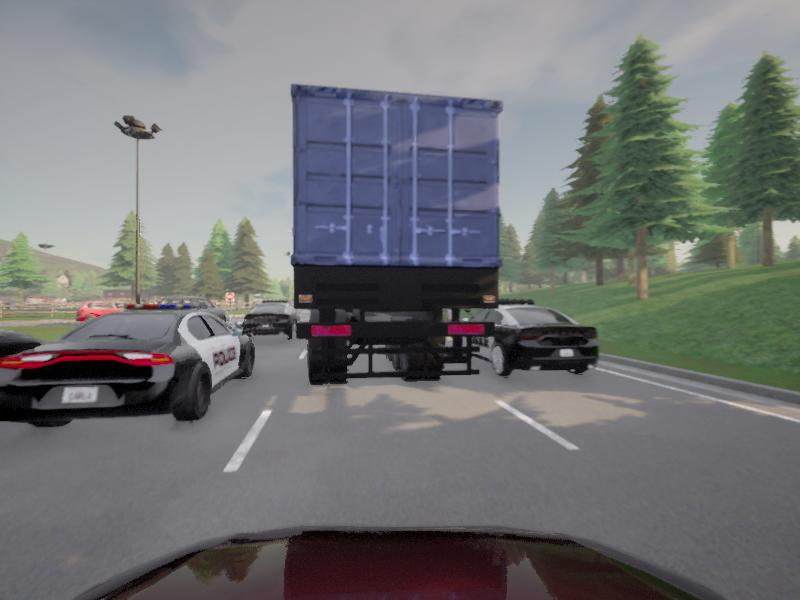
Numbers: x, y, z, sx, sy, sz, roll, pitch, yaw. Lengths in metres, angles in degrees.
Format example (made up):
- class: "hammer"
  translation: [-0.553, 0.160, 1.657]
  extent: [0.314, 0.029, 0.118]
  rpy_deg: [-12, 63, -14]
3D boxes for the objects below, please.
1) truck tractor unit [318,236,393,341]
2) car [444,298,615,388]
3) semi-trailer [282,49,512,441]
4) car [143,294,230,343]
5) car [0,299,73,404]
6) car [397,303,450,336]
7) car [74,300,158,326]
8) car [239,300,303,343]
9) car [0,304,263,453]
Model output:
- class: "truck tractor unit"
  translation: [-2.288, -0.483, 19.554]
  extent: [3.053, 4.208, 6.516]
  rpy_deg: [0, 0, -9]
- class: "car"
  translation: [2.738, 0.787, 10.066]
  extent: [1.930, 1.638, 5.238]
  rpy_deg: [0, 0, -9]
- class: "semi-trailer"
  translation: [-1.069, -0.594, 11.736]
  extent: [2.717, 4.402, 14.254]
  rpy_deg: [0, 0, -9]
- class: "car"
  translation: [-9.034, 0.692, 17.391]
  extent: [1.932, 1.855, 4.605]
  rpy_deg: [0, 0, -9]
- class: "car"
  translation: [-7.164, 0.790, 5.425]
  extent: [2.033, 1.649, 4.856]
  rpy_deg: [0, -1, -9]
- class: "car"
  translation: [1.069, 0.906, 20.763]
  extent: [1.812, 1.442, 4.674]
  rpy_deg: [0, 0, -9]
- class: "car"
  translation: [-19.563, 0.824, 27.806]
  extent: [4.611, 1.667, 2.242]
  rpy_deg: [0, 0, -34]
- class: "car"
  translation: [-5.591, 0.809, 18.031]
  extent: [1.930, 1.638, 5.238]
  rpy_deg: [0, 0, -9]
- class: "car"
  translation: [-3.827, 0.840, 6.737]
  extent: [2.038, 1.542, 4.974]
  rpy_deg: [0, 0, -9]
